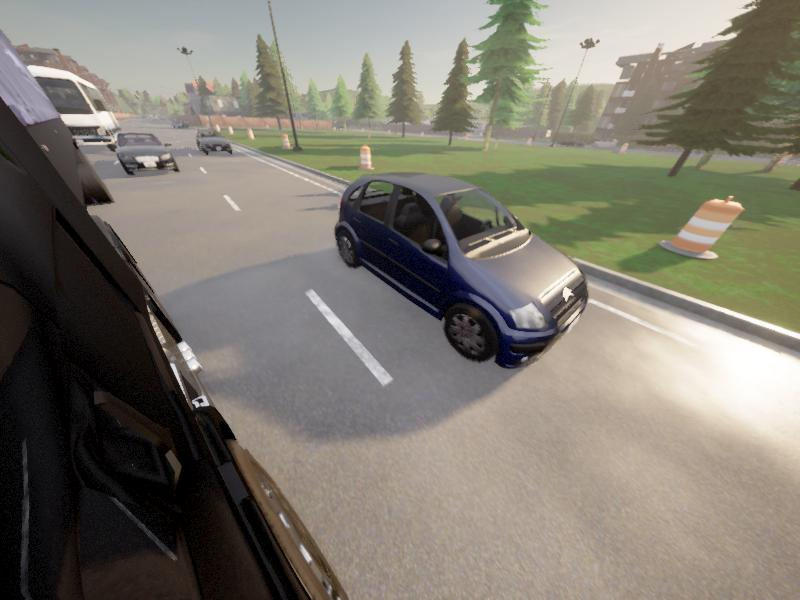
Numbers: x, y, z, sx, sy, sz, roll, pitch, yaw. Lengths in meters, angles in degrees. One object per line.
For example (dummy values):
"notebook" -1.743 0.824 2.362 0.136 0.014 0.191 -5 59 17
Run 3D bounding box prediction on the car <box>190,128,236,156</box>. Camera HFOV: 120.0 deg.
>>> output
"car" -14.140 -11.942 17.407 1.816 1.474 4.193 -26 45 -32

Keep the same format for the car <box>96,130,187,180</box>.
"car" -12.284 -7.159 11.155 2.128 1.511 4.902 -27 46 -33

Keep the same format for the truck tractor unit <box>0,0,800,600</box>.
"truck tractor unit" -2.645 -0.295 0.351 6.516 4.208 3.053 28 44 30

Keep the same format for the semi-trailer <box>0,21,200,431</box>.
"semi-trailer" -8.593 -3.672 4.332 14.254 4.402 2.717 29 45 31

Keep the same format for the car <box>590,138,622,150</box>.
"car" 37.062 -28.218 41.665 1.845 1.501 3.633 -25 45 -31

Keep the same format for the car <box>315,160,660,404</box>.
"car" 0.587 -0.902 3.505 1.851 1.617 3.988 -25 45 -32

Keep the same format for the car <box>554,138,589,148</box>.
"car" 31.494 -29.028 42.628 1.895 1.301 4.718 -25 45 -31

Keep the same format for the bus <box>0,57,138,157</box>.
"bus" -23.032 -13.336 16.465 3.944 4.253 10.273 -25 45 -32
